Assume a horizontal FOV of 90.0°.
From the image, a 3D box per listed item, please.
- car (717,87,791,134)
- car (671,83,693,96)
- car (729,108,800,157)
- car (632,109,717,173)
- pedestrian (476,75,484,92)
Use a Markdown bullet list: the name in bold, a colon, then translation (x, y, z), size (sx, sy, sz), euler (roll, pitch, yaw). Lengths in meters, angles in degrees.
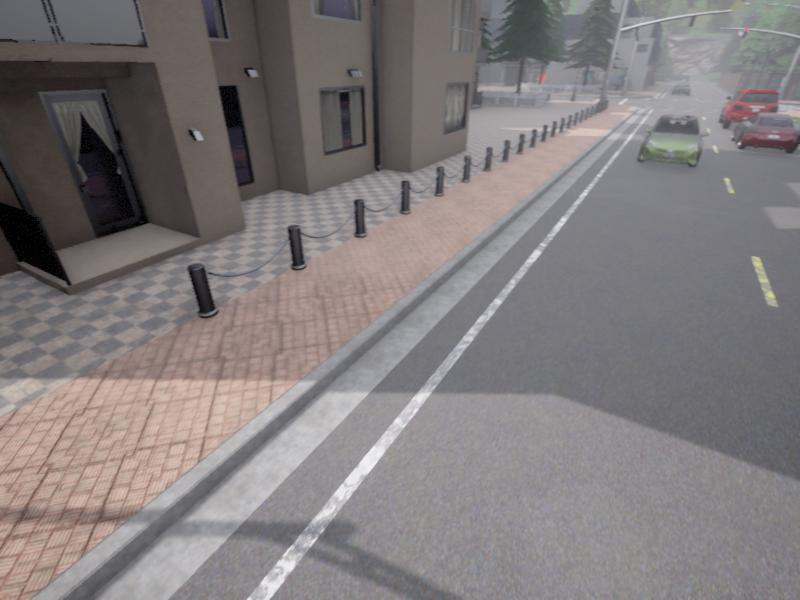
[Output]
- **car**: translation (20.505, -11.249, 23.495), size (2.150, 2.045, 5.566), euler (18, 34, 27)
- **car**: translation (36.434, -27.241, 51.713), size (1.994, 1.385, 4.181), euler (18, 35, 27)
- **car**: translation (16.300, -7.547, 17.780), size (1.994, 1.385, 4.181), euler (18, 34, 27)
- **car**: translation (10.379, -6.171, 15.186), size (2.007, 1.525, 4.514), euler (18, 34, 27)
- **pedestrian**: translation (10.545, -28.530, 52.728), size (0.751, 1.860, 0.751), euler (16, 34, 25)
